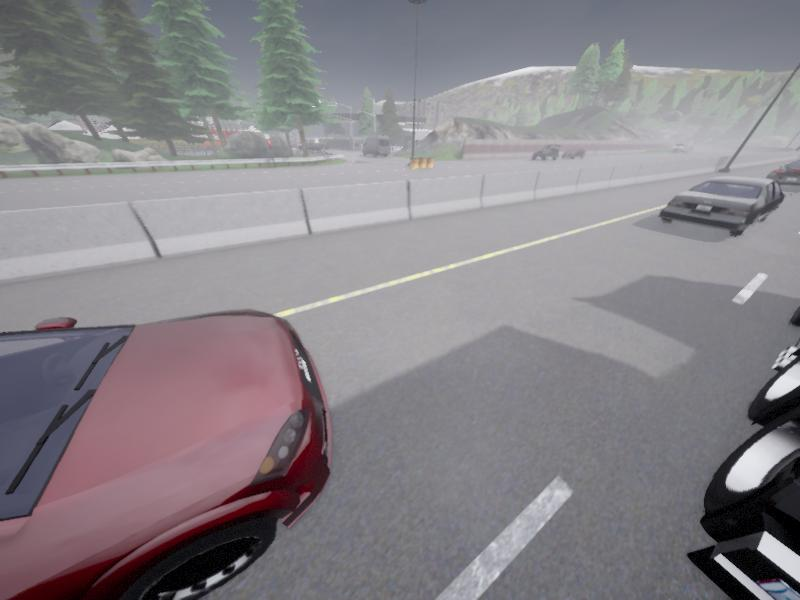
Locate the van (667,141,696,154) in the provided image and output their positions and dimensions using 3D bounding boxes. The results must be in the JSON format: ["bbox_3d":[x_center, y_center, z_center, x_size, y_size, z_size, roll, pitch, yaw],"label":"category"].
[{"bbox_3d":[64.682,-35.209,53.155,6.366,2.431,2.351,-21,40,-27],"label":"van"}]

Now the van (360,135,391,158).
[{"bbox_3d":[-3.571,-22.171,33.317,1.988,2.561,5.915,-18,39,-24],"label":"van"}]

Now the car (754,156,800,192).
[{"bbox_3d":[24.288,-7.673,13.947,4.974,1.542,2.038,-18,39,-24],"label":"car"}]

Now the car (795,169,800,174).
[{"bbox_3d":[37.480,-11.923,20.188,4.974,1.542,2.038,-18,39,-24],"label":"car"}]

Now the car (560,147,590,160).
[{"bbox_3d":[26.303,-22.142,34.764,3.705,1.549,1.789,-18,39,-24],"label":"car"}]

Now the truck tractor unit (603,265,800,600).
[{"bbox_3d":[5.109,-0.301,0.792,6.516,4.208,3.053,-18,38,-24],"label":"truck tractor unit"}]

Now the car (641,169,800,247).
[{"bbox_3d":[10.775,-3.265,7.593,5.357,1.411,2.033,-18,39,-24],"label":"car"}]

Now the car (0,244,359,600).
[{"bbox_3d":[-2.623,1.061,1.264,4.181,1.385,1.994,-18,39,-24],"label":"car"}]

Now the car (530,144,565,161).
[{"bbox_3d":[20.285,-20.342,31.820,3.866,1.878,1.905,-18,39,-24],"label":"car"}]

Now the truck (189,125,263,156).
[{"bbox_3d":[-27.538,-25.565,37.186,8.468,3.827,2.891,-18,39,-24],"label":"truck"}]
